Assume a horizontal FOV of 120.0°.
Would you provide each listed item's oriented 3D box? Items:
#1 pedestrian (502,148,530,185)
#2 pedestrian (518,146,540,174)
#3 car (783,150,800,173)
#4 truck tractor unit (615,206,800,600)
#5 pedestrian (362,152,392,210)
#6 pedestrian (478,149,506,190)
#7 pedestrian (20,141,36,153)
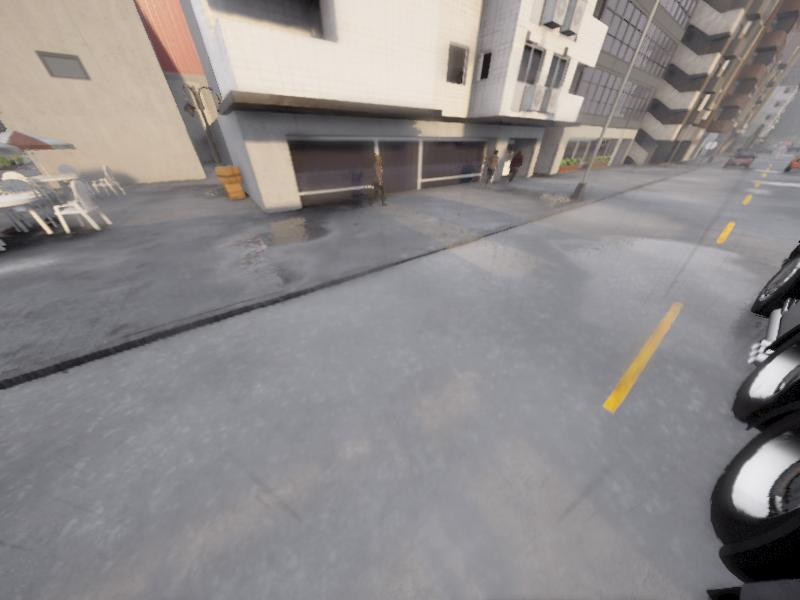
[{"bbox_3d":[6.907,-7.985,13.834,0.751,1.860,0.751,-25,42,-32],"label":"pedestrian"},{"bbox_3d":[10.172,-11.051,18.290,0.751,1.860,0.751,-13,37,-19],"label":"pedestrian"},{"bbox_3d":[37.314,-12.622,20.900,4.553,1.767,2.097,-22,40,-29],"label":"car"},{"bbox_3d":[5.004,-0.396,0.917,6.516,4.208,3.053,-22,40,-28],"label":"truck tractor unit"},{"bbox_3d":[-0.839,-4.488,8.737,0.751,1.860,0.751,-20,39,-26],"label":"pedestrian"},{"bbox_3d":[4.930,-7.059,12.484,0.751,1.860,0.751,-25,42,-32],"label":"pedestrian"},{"bbox_3d":[-71.455,-29.389,44.395,0.751,1.860,0.751,-26,43,-33],"label":"pedestrian"}]
